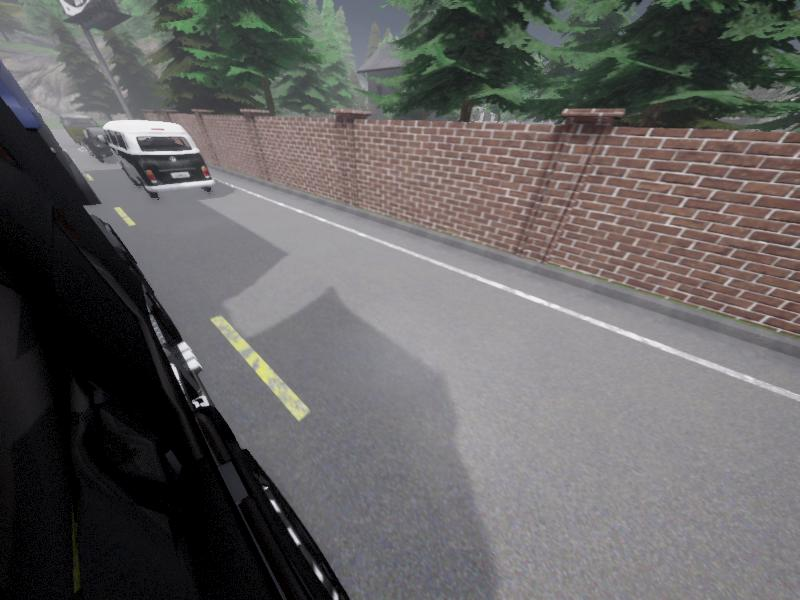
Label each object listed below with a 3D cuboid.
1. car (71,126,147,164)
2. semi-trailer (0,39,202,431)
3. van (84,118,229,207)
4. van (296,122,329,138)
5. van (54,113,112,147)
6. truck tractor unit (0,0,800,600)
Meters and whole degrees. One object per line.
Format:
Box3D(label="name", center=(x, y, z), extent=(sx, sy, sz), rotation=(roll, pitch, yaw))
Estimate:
Box3D(label="car", center=(-17.292, -9.274, 13.705), extent=(4.892, 1.490, 1.837), rotation=(27, 43, 29))
Box3D(label="semi-trailer", center=(-8.717, -3.593, 4.208), extent=(14.254, 4.402, 2.717), rotation=(28, 43, 30))
Box3D(label="van", center=(-8.413, -4.938, 8.017), extent=(4.480, 2.038, 2.069), rotation=(28, 43, 29))
Box3D(label="van", center=(-14.758, -28.767, 39.233), extent=(2.069, 2.038, 4.480), rotation=(26, 43, 28))
Box3D(label="van", center=(-26.048, -13.986, 18.978), extent=(4.442, 1.987, 1.775), rotation=(28, 44, 28))
Box3D(label="truck tractor unit", center=(-2.645, -0.295, 0.351), extent=(6.516, 4.208, 3.053), rotation=(28, 44, 30))
